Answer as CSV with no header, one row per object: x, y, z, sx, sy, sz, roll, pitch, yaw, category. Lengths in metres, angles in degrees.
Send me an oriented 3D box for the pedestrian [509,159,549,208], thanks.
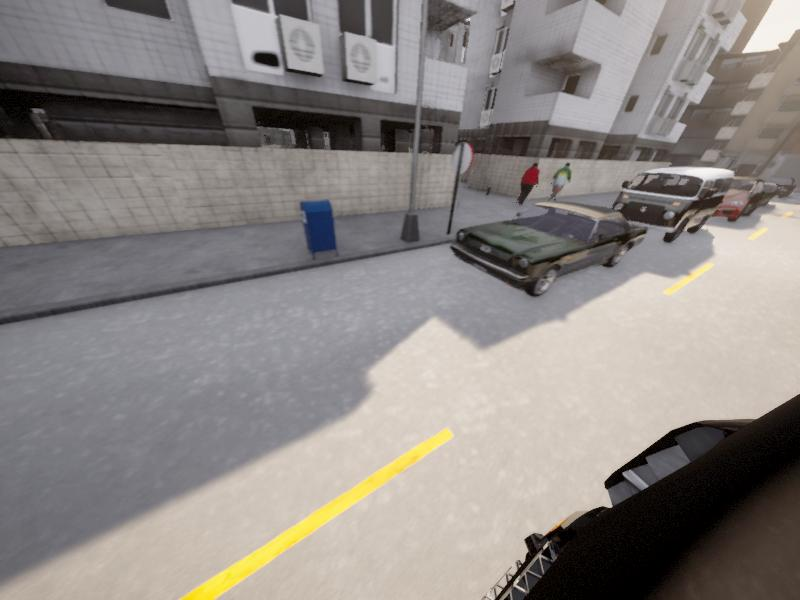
5.757,-5.235,10.390,0.751,1.860,0.751,-20,40,-30,pedestrian

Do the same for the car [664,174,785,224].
15.762,-5.063,11.264,4.611,1.667,2.242,-16,38,-26,car

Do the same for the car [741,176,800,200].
31.270,-9.453,19.282,5.357,1.411,2.033,-16,38,-26,car

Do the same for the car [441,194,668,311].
3.459,-1.404,5.176,4.718,1.301,1.895,-16,38,-26,car

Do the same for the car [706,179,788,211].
21.474,-6.562,14.286,4.718,1.301,1.895,-16,38,-26,car

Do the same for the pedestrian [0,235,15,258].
-7.938,-1.505,3.754,0.751,1.860,0.751,-16,38,-25,pedestrian

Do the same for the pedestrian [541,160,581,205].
7.867,-5.790,11.384,0.751,1.860,0.751,-16,38,-26,pedestrian

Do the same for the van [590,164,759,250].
9.253,-3.365,7.886,4.480,2.038,2.069,-16,38,-26,van
